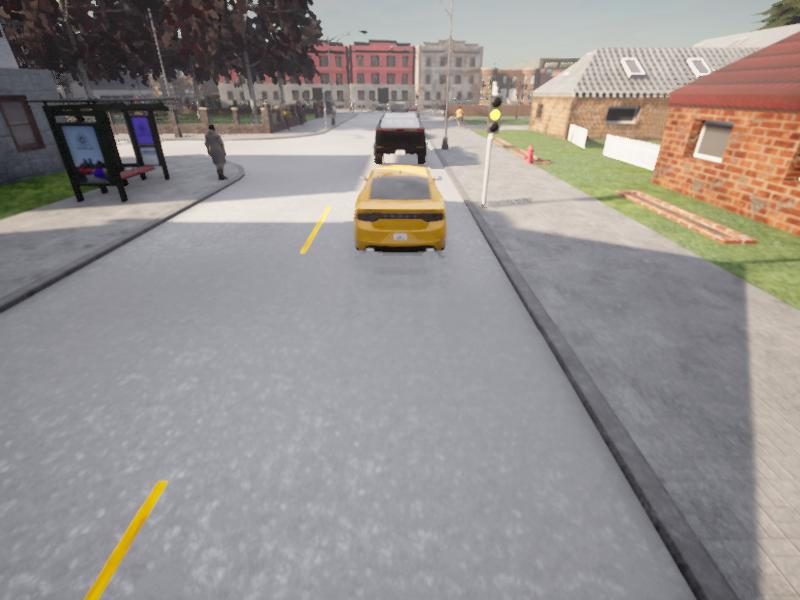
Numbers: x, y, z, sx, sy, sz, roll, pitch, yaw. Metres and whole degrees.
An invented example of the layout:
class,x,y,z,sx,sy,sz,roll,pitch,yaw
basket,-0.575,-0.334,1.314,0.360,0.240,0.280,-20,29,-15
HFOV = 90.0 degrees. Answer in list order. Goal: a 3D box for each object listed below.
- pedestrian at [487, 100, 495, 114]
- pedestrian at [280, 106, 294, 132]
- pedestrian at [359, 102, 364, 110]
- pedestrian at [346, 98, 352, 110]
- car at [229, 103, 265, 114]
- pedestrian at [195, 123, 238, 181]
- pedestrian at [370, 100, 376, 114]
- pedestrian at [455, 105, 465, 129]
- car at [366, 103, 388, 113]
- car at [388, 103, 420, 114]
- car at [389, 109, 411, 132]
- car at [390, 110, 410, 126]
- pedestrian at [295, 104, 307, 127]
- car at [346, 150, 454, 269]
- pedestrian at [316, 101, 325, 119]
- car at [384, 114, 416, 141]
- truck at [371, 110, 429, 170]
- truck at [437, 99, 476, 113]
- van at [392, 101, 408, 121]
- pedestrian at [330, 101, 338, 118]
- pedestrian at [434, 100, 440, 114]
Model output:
class,x,y,z,sx,sy,sz,roll,pitch,yaw
pedestrian,13.328,-28.170,58.420,0.751,1.860,0.751,-2,28,-4
pedestrian,-8.990,-14.416,31.874,0.751,1.860,0.751,-1,27,-2
pedestrian,-7.005,-35.445,72.912,0.751,1.300,0.751,-4,28,-9
pedestrian,-9.063,-35.001,71.443,0.751,1.860,0.751,-10,29,-18
car,-25.072,-31.403,65.653,4.902,1.511,2.128,0,27,0
pedestrian,-6.551,-5.295,14.315,0.751,1.860,0.751,12,30,21
pedestrian,-4.031,-29.233,60.605,0.751,1.860,0.751,2,28,4
pedestrian,5.243,-16.045,35.075,0.751,1.860,0.751,3,28,6
car,-3.998,-33.265,69.201,3.705,1.549,1.789,0,27,0
car,0.707,-32.936,68.840,5.027,1.651,2.152,-9,29,-17
car,0.018,-15.843,35.213,1.851,1.617,3.988,0,27,0
car,0.012,-18.656,40.958,1.895,1.301,4.718,0,27,0
pedestrian,-9.159,-17.079,36.993,0.751,1.860,0.751,-1,27,-2
car,0.006,-2.445,9.534,1.882,1.535,5.008,0,28,0
pedestrian,-9.243,-22.161,46.759,0.751,1.860,0.751,0,27,0
car,0.014,-12.721,29.311,2.128,1.511,4.902,0,27,0
truck,0.011,-8.081,19.762,2.390,2.098,6.274,0,28,0
truck,9.680,-33.476,69.095,6.274,2.098,2.390,0,27,0
van,0.023,-22.517,47.630,1.775,1.987,4.442,0,27,0
pedestrian,-7.977,-23.005,48.388,0.751,1.860,0.751,1,28,3
pedestrian,5.580,-28.973,59.909,0.751,1.860,0.751,2,28,3
